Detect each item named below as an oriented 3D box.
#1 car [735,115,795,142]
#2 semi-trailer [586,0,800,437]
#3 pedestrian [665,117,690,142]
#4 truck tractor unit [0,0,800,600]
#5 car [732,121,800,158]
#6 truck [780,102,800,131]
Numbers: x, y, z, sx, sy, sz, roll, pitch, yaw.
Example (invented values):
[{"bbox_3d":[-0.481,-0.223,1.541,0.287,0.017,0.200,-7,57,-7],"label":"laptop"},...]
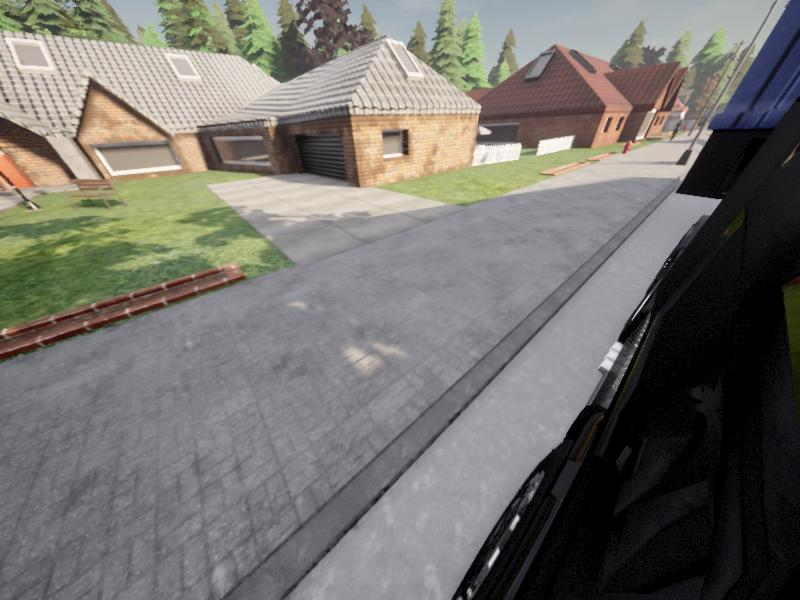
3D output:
[{"bbox_3d":[32.281,-15.249,20.558,4.553,1.767,2.097,-28,43,-30],"label":"car"},{"bbox_3d":[9.640,-2.706,2.958,14.254,4.402,2.717,-16,38,-16],"label":"semi-trailer"},{"bbox_3d":[26.610,-16.383,22.207,0.751,1.860,0.751,24,44,31],"label":"pedestrian"},{"bbox_3d":[2.645,-0.295,0.351,6.516,4.208,3.053,-28,44,-30],"label":"truck tractor unit"},{"bbox_3d":[22.776,-10.030,14.342,5.366,1.575,1.801,-28,43,-30],"label":"car"},{"bbox_3d":[53.262,-24.286,29.614,8.468,3.827,2.891,-28,43,-30],"label":"truck"}]
